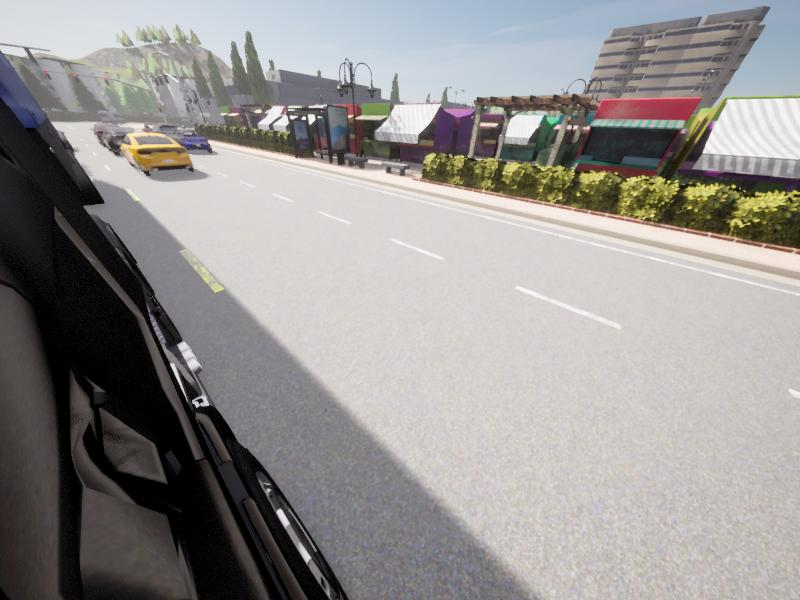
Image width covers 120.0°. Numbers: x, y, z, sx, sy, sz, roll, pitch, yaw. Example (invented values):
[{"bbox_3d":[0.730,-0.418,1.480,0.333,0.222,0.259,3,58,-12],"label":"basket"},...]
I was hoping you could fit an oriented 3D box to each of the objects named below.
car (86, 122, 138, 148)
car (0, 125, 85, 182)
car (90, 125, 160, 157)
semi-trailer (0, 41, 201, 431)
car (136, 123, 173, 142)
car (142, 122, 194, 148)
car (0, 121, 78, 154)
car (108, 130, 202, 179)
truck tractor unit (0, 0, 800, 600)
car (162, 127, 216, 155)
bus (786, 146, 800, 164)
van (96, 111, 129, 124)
[{"bbox_3d":[-24.021,-13.786,19.246,5.008,1.535,1.882,29,44,30],"label":"car"},{"bbox_3d":[-15.923,-6.573,10.099,5.366,1.575,1.801,28,44,30],"label":"car"},{"bbox_3d":[-18.847,-10.930,15.808,4.792,1.488,2.163,29,44,30],"label":"car"},{"bbox_3d":[-8.680,-3.620,4.240,14.254,4.402,2.717,28,44,30],"label":"semi-trailer"},{"bbox_3d":[-25.619,-17.513,24.129,3.633,1.501,1.845,31,45,33],"label":"car"},{"bbox_3d":[-21.132,-15.009,20.989,4.856,1.649,2.033,29,44,30],"label":"car"},{"bbox_3d":[-23.805,-10.867,15.409,4.792,1.488,2.163,29,44,30],"label":"car"},{"bbox_3d":[-11.946,-7.200,11.218,5.008,1.535,1.882,28,44,30],"label":"car"},{"bbox_3d":[-2.645,-0.295,0.351,6.516,4.208,3.053,28,44,30],"label":"truck tractor unit"},{"bbox_3d":[-16.197,-12.236,17.727,4.193,1.474,1.816,29,44,30],"label":"car"},{"bbox_3d":[59.955,-20.726,31.488,3.944,4.253,10.273,28,44,30],"label":"bus"},{"bbox_3d":[-72.696,-46.221,58.596,1.988,2.561,5.915,-7,38,-13],"label":"van"}]
